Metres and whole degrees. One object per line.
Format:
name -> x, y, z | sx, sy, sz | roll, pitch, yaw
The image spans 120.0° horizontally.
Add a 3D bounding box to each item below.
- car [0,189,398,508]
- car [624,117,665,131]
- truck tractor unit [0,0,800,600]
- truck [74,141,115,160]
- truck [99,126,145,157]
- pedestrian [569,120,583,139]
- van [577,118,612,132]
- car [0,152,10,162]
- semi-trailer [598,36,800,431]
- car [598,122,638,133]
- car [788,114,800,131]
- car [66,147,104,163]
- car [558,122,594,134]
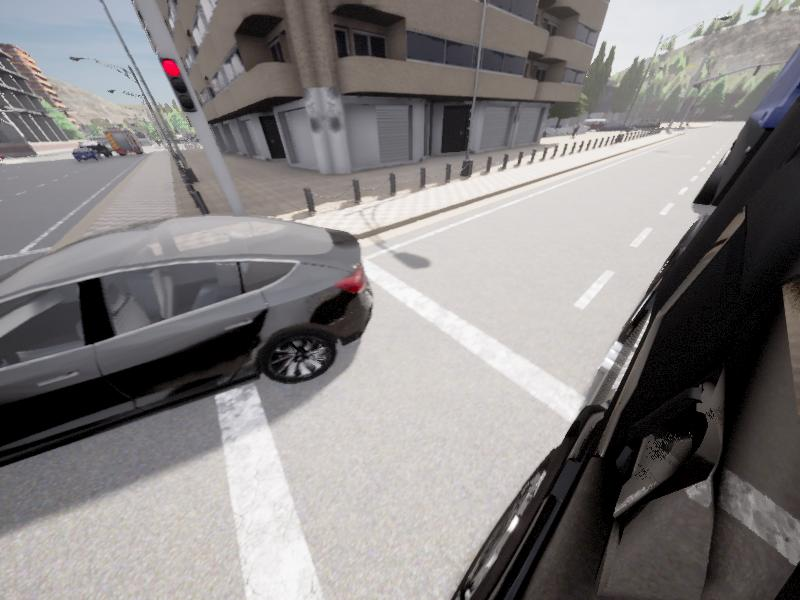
car -> -2.672, 0.148, 2.331 | 4.792, 1.488, 2.163 | -16, 39, -19
car -> 45.558, -32.817, 43.157 | 1.932, 1.855, 4.605 | -26, 43, -28
truck tractor unit -> 2.645, -0.295, 0.351 | 6.516, 4.208, 3.053 | -28, 44, -30
truck -> -46.996, -23.177, 35.694 | 2.390, 2.098, 6.274 | -28, 44, -30
truck -> -46.481, -26.721, 38.963 | 2.891, 3.827, 8.468 | -28, 44, -30
pedestrian -> 22.433, -21.748, 29.489 | 0.751, 1.860, 0.751 | 27, 46, 33
van -> 38.491, -34.563, 45.789 | 2.069, 2.038, 4.480 | -28, 44, -30
car -> -70.719, -23.984, 38.993 | 4.718, 1.301, 1.895 | -28, 44, -30
semi-trailer -> 8.662, -3.626, 4.268 | 14.254, 4.402, 2.717 | -29, 44, -30
car -> 38.828, -30.796, 41.229 | 1.812, 1.442, 4.674 | -27, 43, -29
car -> 51.932, -22.604, 29.315 | 5.027, 1.651, 2.152 | -27, 43, -29
car -> -42.002, -19.507, 30.947 | 1.882, 1.535, 5.008 | -28, 44, -30
car -> 34.498, -33.879, 45.471 | 2.152, 1.651, 5.027 | -28, 44, -30
